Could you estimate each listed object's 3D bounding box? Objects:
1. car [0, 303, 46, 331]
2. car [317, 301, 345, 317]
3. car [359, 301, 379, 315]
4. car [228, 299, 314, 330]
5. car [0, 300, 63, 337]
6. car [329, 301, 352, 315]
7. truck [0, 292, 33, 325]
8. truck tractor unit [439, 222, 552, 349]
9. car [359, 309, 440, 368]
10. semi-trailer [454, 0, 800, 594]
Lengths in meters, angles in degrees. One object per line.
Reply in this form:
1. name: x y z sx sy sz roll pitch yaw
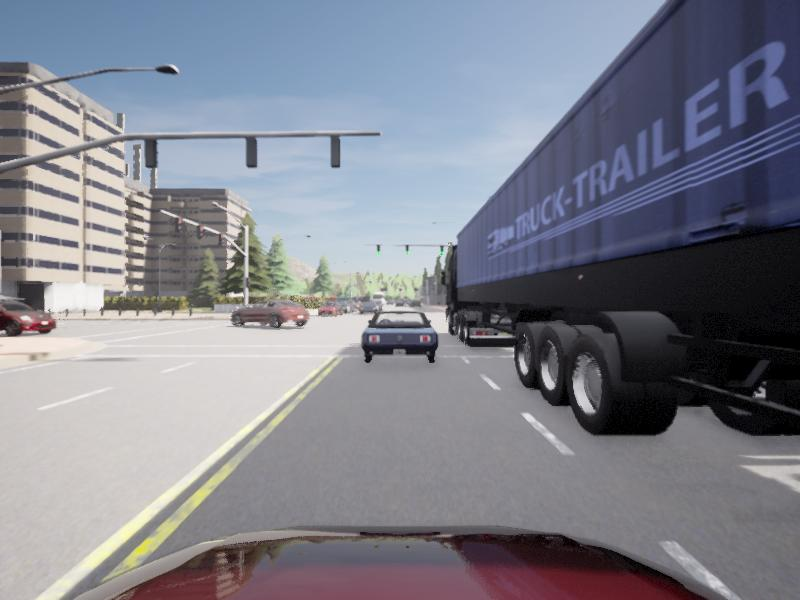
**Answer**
1. car: -22.514 0.892 21.906 4.674 1.442 1.812 0 0 0
2. car: -7.093 0.871 41.324 2.007 1.525 4.514 0 0 2
3. car: -3.534 0.874 46.498 2.038 1.542 4.974 0 0 0
4. car: -7.751 0.805 23.884 5.027 1.651 2.152 0 0 32
5. car: -18.187 0.807 18.345 3.988 1.617 1.851 0 0 2
6. car: -7.034 0.875 47.560 2.038 1.542 4.974 0 0 0
7. truck: -28.475 0.570 26.846 6.274 2.098 2.390 0 0 10
8. truck tractor unit: 3.496 -0.503 16.555 3.053 4.208 6.516 0 0 0
9. car: -0.008 0.956 11.731 1.895 1.301 4.718 0 0 0
10. semi-trailer: 3.495 -0.612 8.642 2.717 4.402 14.254 0 0 0
